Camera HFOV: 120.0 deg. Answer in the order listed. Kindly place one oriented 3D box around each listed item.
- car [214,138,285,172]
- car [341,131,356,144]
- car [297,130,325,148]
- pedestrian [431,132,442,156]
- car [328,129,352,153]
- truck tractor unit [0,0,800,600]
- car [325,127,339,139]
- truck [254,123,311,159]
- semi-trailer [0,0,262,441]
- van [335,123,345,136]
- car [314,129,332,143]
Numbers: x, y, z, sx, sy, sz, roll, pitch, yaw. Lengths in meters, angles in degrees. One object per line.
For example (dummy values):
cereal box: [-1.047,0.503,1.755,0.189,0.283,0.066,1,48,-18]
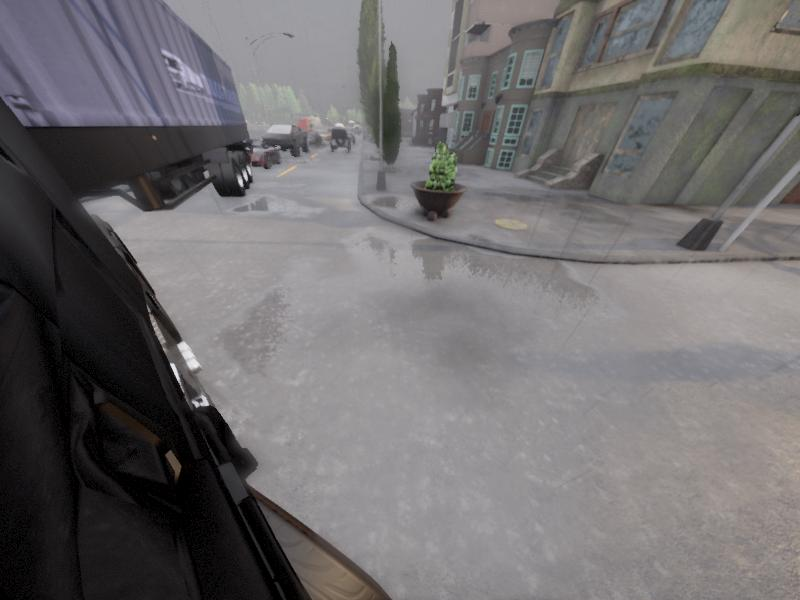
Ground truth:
car: [-8.587,-8.652,13.671,1.994,1.385,4.181,-3,36,-8]
car: [-7.869,-24.968,35.513,1.970,1.475,3.806,-3,37,-7]
car: [-10.806,-19.813,28.366,2.128,1.511,4.902,-3,37,-7]
pedestrian: [3.559,-15.294,22.694,0.751,1.860,0.751,1,37,-3]
car: [-6.076,-16.483,23.861,1.905,1.878,3.866,-3,37,-7]
truck tractor unit: [-2.645,-0.295,0.351,6.516,4.208,3.053,28,44,30]
car: [-13.594,-33.530,46.335,1.932,1.855,4.605,-3,38,-7]
truck: [-9.432,-13.430,19.369,2.390,2.098,6.274,-3,37,-7]
semi-trailer: [-6.240,-4.567,5.697,2.717,4.402,14.254,-11,39,-18]
van: [-15.989,-45.478,61.678,1.988,2.561,5.915,-3,37,-7]
car: [-12.101,-26.135,36.735,1.801,1.575,5.366,-3,37,-7]
